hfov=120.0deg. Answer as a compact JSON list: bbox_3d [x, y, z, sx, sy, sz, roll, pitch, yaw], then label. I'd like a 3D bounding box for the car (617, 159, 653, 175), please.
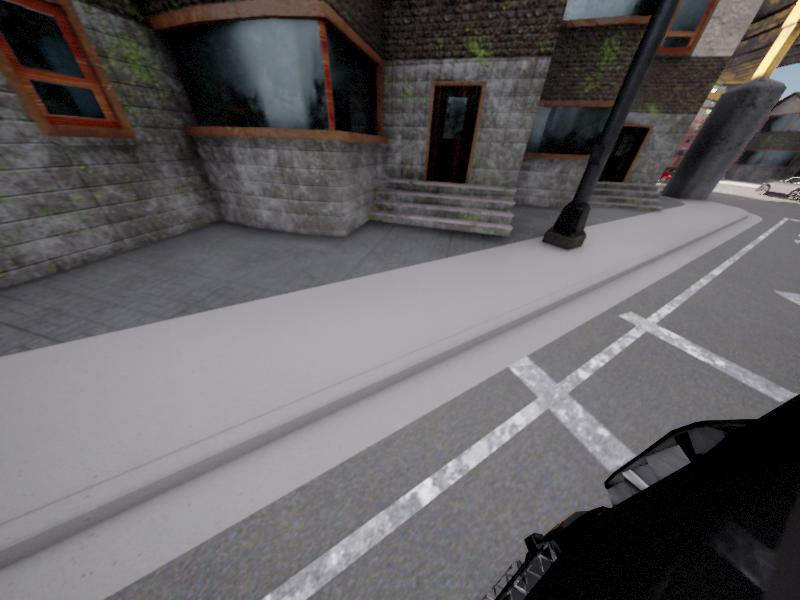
[{"bbox_3d":[35.460,-20.180,35.011,1.905,1.878,3.866,10,34,11],"label":"car"}]

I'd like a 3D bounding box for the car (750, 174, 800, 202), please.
[{"bbox_3d":[29.390,-8.252,17.046,1.970,1.475,3.806,13,35,15],"label":"car"}]

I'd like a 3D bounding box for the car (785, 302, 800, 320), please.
[{"bbox_3d":[8.836,-0.252,3.582,3.806,1.475,1.970,-13,37,-22],"label":"car"}]

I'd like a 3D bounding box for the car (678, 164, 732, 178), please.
[{"bbox_3d":[48.657,-20.757,37.081,2.038,1.542,4.974,-28,44,-37],"label":"car"}]

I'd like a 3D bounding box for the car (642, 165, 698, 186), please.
[{"bbox_3d":[28.481,-13.323,24.598,1.816,1.474,4.193,10,34,11],"label":"car"}]
